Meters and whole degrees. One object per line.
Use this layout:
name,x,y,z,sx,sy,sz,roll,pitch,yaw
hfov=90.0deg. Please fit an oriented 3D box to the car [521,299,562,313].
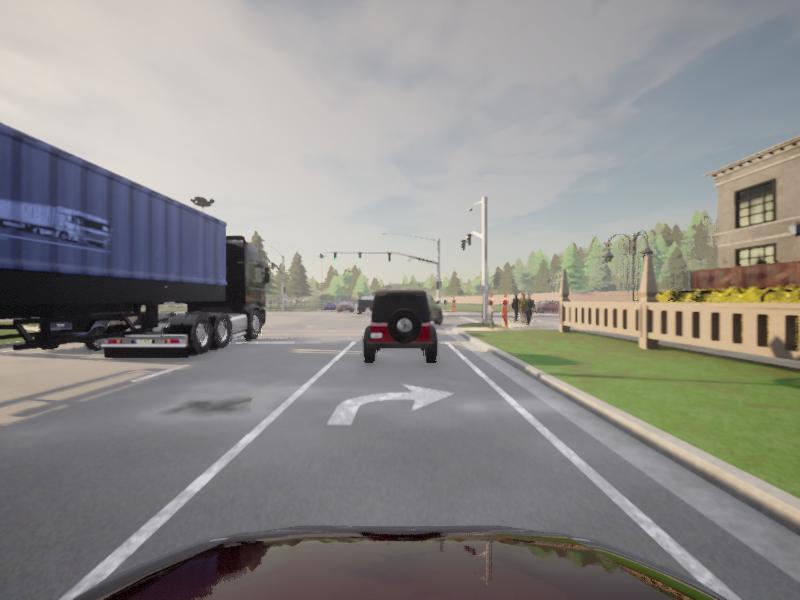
car,18.228,0.759,51.553,4.553,1.767,2.097,0,0,1

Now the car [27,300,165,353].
car,-10.481,0.806,14.240,1.851,1.617,3.988,0,0,0

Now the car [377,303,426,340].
car,0.095,0.875,17.864,1.970,1.475,3.806,0,0,1

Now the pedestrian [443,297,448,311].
pedestrian,6.347,0.554,55.799,0.751,1.860,0.751,0,0,11

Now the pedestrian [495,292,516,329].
pedestrian,5.346,0.510,20.346,0.751,1.860,0.751,0,0,-16

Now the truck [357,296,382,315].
truck,-3.450,0.598,46.146,2.390,2.098,6.274,0,0,0

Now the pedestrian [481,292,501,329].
pedestrian,4.616,0.510,20.278,0.751,1.860,0.751,0,0,-10

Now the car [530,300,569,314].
car,17.864,0.847,48.061,3.988,1.617,1.851,0,0,1

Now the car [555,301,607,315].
car,20.051,0.906,44.533,4.792,1.488,2.163,0,0,1

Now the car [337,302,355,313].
car,-6.955,0.934,51.947,1.812,1.442,4.674,0,0,0

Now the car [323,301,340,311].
car,-10.438,0.930,61.386,1.816,1.474,4.193,0,0,0

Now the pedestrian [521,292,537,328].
pedestrian,6.832,0.511,21.205,0.751,1.860,0.751,0,0,15

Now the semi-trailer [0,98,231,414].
semi-trailer,-6.919,-0.611,6.105,2.717,4.402,14.254,0,0,0

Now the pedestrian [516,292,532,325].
pedestrian,7.009,0.474,22.606,0.751,1.860,0.751,0,0,5

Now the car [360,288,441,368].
car,0.014,0.661,11.338,1.905,1.878,3.866,0,0,0

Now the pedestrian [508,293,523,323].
pedestrian,7.240,0.486,25.068,0.751,1.860,0.751,0,0,1

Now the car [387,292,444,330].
car,1.121,0.599,24.764,2.150,2.045,5.566,0,0,17

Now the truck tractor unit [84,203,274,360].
truck tractor unit,-6.961,-0.501,14.020,3.053,4.208,6.516,0,0,0
